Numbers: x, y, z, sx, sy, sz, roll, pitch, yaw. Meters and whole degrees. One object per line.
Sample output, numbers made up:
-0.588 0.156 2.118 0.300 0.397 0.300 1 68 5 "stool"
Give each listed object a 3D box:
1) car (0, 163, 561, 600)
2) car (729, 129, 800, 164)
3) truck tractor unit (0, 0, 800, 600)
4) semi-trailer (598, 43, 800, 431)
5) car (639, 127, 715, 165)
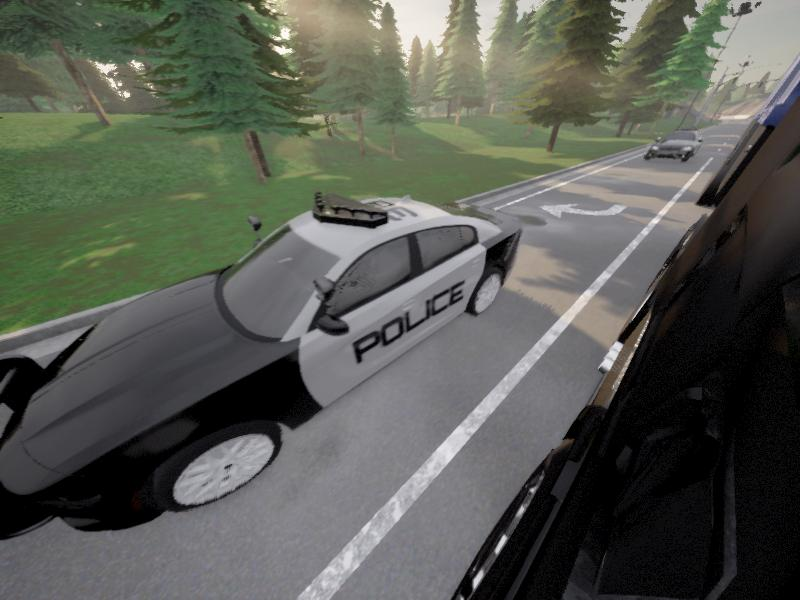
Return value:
-0.620 -0.249 2.615 5.238 1.638 1.930 -28 44 -30 "car"
21.038 -8.863 13.221 4.181 1.385 1.994 -28 44 -30 "car"
2.645 -0.295 0.351 6.516 4.208 3.053 -28 44 -30 "truck tractor unit"
8.702 -3.579 4.257 14.254 4.402 2.717 -28 44 -30 "semi-trailer"
17.144 -9.613 14.284 4.974 1.542 2.038 -28 44 -30 "car"
